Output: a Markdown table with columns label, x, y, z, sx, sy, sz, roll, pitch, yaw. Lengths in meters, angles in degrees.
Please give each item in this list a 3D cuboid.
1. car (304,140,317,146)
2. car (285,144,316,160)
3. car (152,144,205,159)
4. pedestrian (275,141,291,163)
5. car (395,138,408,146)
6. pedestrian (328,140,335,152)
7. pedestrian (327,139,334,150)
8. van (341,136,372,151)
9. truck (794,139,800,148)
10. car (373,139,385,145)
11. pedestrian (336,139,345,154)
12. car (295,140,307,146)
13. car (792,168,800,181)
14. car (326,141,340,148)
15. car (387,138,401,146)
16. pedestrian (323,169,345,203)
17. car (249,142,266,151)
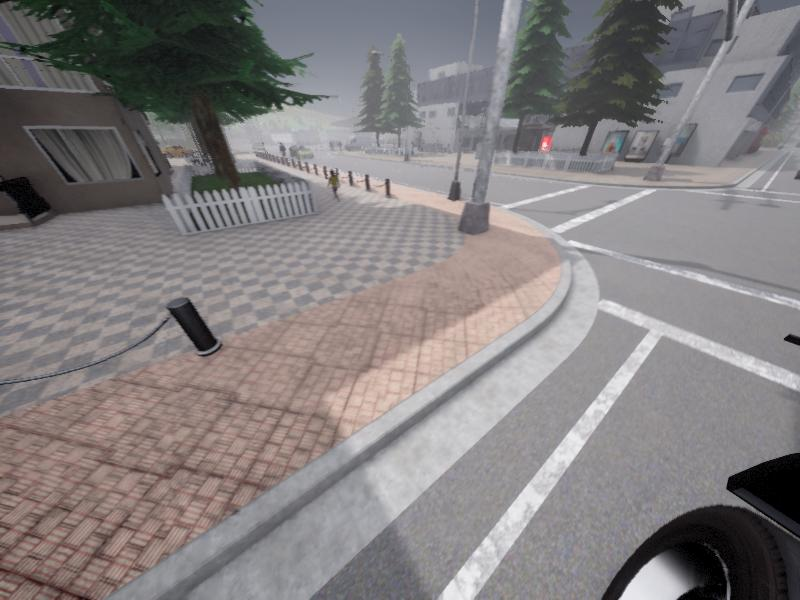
| label | x | y | z | sx | sy | sz | roll | pitch | yaw |
| --- | --- | --- | --- | --- | --- | --- | --- | --- | --- |
| car | -29.735 | -52.390 | 76.873 | 2.152 | 1.636 | 5.027 | -23 | 41 | -29 |
| car | -12.854 | -19.102 | 29.800 | 2.007 | 1.525 | 4.514 | -25 | 42 | -31 |
| car | -30.790 | -20.806 | 32.328 | 5.008 | 1.535 | 1.882 | -23 | 41 | -29 |
| pedestrian | -11.639 | -14.702 | 22.955 | 0.751 | 1.860 | 0.751 | -29 | 44 | -34 |
| car | 0.316 | -46.945 | 68.464 | 1.905 | 1.878 | 3.866 | -23 | 41 | -29 |
| pedestrian | -12.890 | -28.901 | 43.340 | 0.751 | 1.860 | 0.751 | -15 | 38 | -19 |
| pedestrian | -14.670 | -32.973 | 48.862 | 0.751 | 1.860 | 0.751 | 29 | 45 | 35 |
| van | -9.026 | -32.964 | 48.521 | 5.915 | 2.561 | 1.988 | -23 | 41 | -29 |
| truck | 86.598 | -33.373 | 48.689 | 6.274 | 2.098 | 2.390 | -27 | 43 | -33 |
| car | -7.550 | -56.336 | 82.230 | 2.007 | 1.523 | 4.514 | -23 | 41 | -29 |
| pedestrian | -9.030 | -23.107 | 34.852 | 0.751 | 1.860 | 0.751 | 20 | 40 | 27 |
| car | -32.237 | -51.282 | 75.338 | 2.007 | 1.523 | 4.514 | -23 | 41 | -29 |
| car | 25.945 | -7.987 | 13.830 | 4.181 | 1.385 | 1.994 | -22 | 41 | -28 |
| car | -16.871 | -39.201 | 58.141 | 1.845 | 1.501 | 3.633 | -23 | 41 | -29 |
| car | -1.786 | -45.740 | 66.809 | 1.932 | 1.855 | 4.605 | -23 | 41 | -29 |
| pedestrian | -2.548 | -4.433 | 8.971 | 0.500 | 1.100 | 0.500 | -26 | 43 | -32 |
| car | -30.381 | -32.672 | 49.185 | 2.007 | 1.525 | 4.514 | -23 | 41 | -29 |
